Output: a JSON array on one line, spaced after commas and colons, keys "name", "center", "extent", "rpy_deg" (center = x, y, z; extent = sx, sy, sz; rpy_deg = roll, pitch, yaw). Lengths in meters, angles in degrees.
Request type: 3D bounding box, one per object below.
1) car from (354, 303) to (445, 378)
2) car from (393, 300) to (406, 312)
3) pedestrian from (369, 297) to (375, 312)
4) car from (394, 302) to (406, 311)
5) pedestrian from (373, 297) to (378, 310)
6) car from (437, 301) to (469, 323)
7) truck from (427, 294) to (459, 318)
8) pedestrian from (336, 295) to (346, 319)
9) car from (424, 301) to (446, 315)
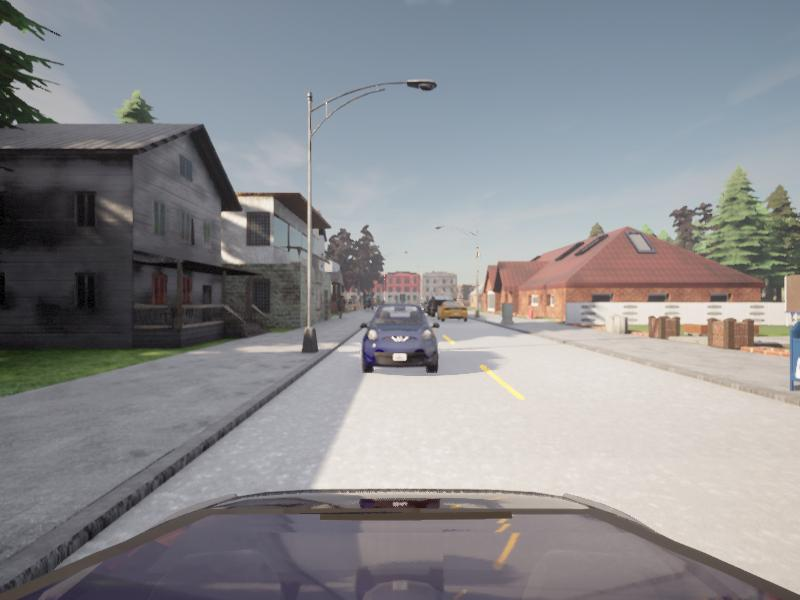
[{"name": "car", "center": [-0.005, 0.833, 9.884], "extent": [1.845, 1.501, 3.633], "rpy_deg": [0, 0, 0]}, {"name": "car", "center": [-0.011, 0.822, 58.586], "extent": [1.851, 1.617, 3.988], "rpy_deg": [0, 0, 0]}, {"name": "pedestrian", "center": [-3.596, 0.563, 51.466], "extent": [0.751, 1.860, 0.751], "rpy_deg": [0, 0, 6]}, {"name": "car", "center": [-0.009, 1.126, 72.446], "extent": [2.007, 1.525, 4.514], "rpy_deg": [0, 0, 0]}, {"name": "pedestrian", "center": [-3.576, 0.558, 58.371], "extent": [0.751, 1.860, 0.751], "rpy_deg": [0, 0, 6]}, {"name": "car", "center": [3.994, 0.841, 30.931], "extent": [1.882, 1.535, 5.008], "rpy_deg": [0, 0, 0]}, {"name": "truck", "center": [3.990, 0.564, 38.398], "extent": [2.390, 2.098, 6.274], "rpy_deg": [0, 0, 0]}, {"name": "pedestrian", "center": [-4.750, 0.552, 32.164], "extent": [0.751, 1.860, 0.751], "rpy_deg": [0, 0, -7]}, {"name": "car", "center": [3.980, 0.863, 46.133], "extent": [2.128, 1.511, 4.902], "rpy_deg": [0, 0, 0]}]
